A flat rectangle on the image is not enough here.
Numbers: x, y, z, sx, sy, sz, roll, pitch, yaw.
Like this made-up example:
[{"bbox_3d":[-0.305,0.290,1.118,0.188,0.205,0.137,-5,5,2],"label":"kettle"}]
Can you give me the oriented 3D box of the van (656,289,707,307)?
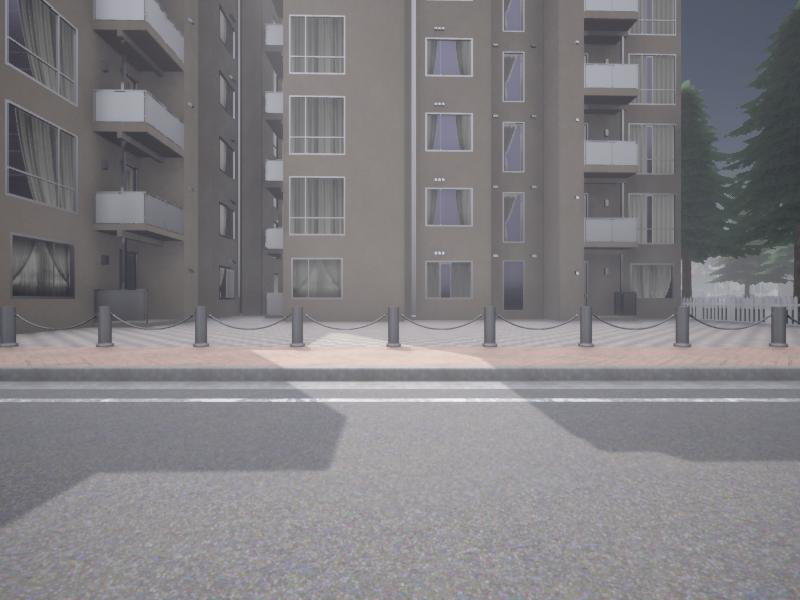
[{"bbox_3d":[40.253,-0.277,57.331,5.915,2.561,1.988,0,0,-1],"label":"van"}]
